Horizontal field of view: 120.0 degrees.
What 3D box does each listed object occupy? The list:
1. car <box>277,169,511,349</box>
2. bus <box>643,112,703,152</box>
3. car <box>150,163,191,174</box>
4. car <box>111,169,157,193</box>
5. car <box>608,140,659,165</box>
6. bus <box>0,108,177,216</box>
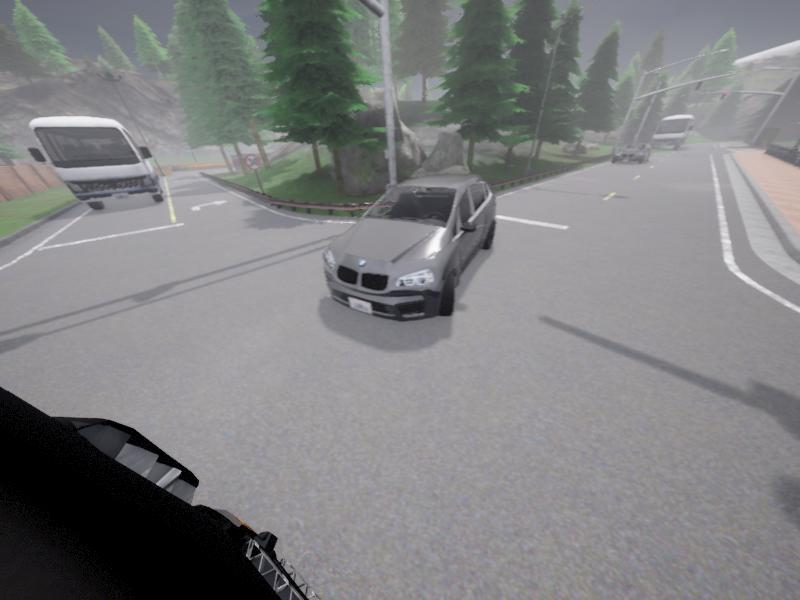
[{"bbox_3d":[0.523,-1.479,4.662,2.242,1.667,4.611,15,38,26],"label":"car"},{"bbox_3d":[41.812,-25.575,35.359,10.273,4.253,3.944,-29,41,-33],"label":"bus"},{"bbox_3d":[-44.105,-25.311,44.505,5.357,1.411,2.033,-29,41,-33],"label":"car"},{"bbox_3d":[-24.302,-11.101,21.328,2.128,1.511,4.902,-28,41,-32],"label":"car"},{"bbox_3d":[21.390,-13.523,21.167,4.611,1.667,2.242,-28,41,-33],"label":"car"},{"bbox_3d":[-18.285,-8.781,14.857,3.944,4.253,10.273,-28,41,-32],"label":"bus"}]
